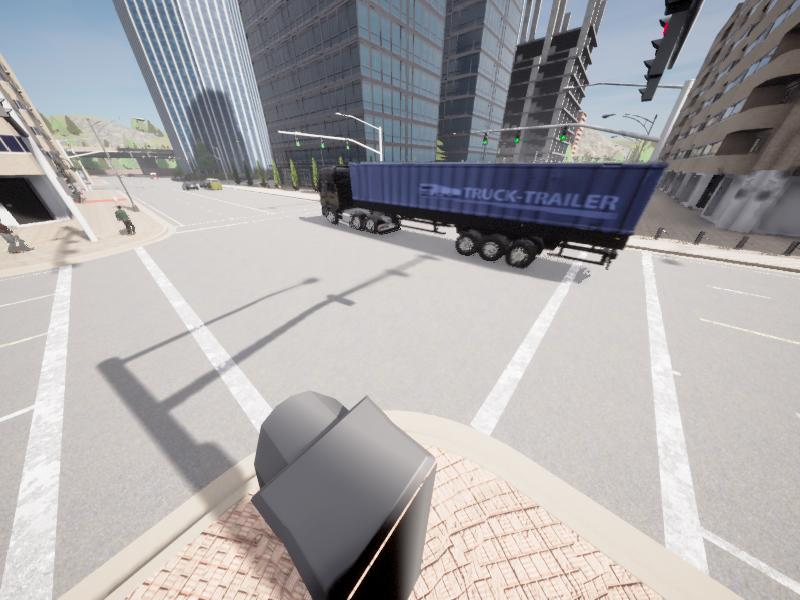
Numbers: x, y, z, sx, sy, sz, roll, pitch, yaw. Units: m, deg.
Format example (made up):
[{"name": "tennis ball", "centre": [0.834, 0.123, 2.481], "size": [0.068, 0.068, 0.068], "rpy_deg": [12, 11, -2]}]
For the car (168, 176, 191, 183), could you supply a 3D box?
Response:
[{"name": "car", "centre": [-64.051, -35.075, 67.117], "size": [5.238, 1.638, 1.930], "rpy_deg": [9, 31, 15]}]

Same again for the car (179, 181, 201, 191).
[{"name": "car", "centre": [-41.182, -22.370, 45.225], "size": [4.514, 1.525, 2.007], "rpy_deg": [23, 37, 34]}]

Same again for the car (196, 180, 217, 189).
[{"name": "car", "centre": [-41.206, -24.667, 49.204], "size": [4.514, 1.525, 2.007], "rpy_deg": [23, 37, 34]}]

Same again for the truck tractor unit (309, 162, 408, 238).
[{"name": "truck tractor unit", "centre": [-2.997, -7.509, 16.708], "size": [6.516, 4.208, 3.053], "rpy_deg": [23, 37, 34]}]

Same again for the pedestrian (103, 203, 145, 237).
[{"name": "pedestrian", "centre": [-17.069, -4.951, 14.367], "size": [0.751, 1.860, 0.751], "rpy_deg": [-5, 30, -9]}]

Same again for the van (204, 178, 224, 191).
[{"name": "van", "centre": [-36.670, -22.748, 45.421], "size": [4.442, 1.987, 1.775], "rpy_deg": [26, 39, 37]}]

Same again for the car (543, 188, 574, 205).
[{"name": "car", "centre": [20.080, -13.152, 29.193], "size": [2.163, 1.488, 4.792], "rpy_deg": [23, 37, 34]}]

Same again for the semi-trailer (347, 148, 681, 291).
[{"name": "semi-trailer", "centre": [3.063, -5.045, 12.256], "size": [14.254, 4.402, 2.717], "rpy_deg": [23, 37, 34]}]

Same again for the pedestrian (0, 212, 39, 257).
[{"name": "pedestrian", "centre": [-18.852, -3.159, 11.153], "size": [0.751, 1.860, 0.751], "rpy_deg": [23, 37, 34]}]

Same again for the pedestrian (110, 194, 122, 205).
[{"name": "pedestrian", "centre": [-33.022, -11.708, 26.831], "size": [0.500, 1.100, 0.500], "rpy_deg": [23, 37, 34]}]

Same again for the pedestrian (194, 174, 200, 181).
[{"name": "pedestrian", "centre": [-62.612, -37.786, 71.240], "size": [0.751, 1.860, 0.751], "rpy_deg": [14, 33, 22]}]
